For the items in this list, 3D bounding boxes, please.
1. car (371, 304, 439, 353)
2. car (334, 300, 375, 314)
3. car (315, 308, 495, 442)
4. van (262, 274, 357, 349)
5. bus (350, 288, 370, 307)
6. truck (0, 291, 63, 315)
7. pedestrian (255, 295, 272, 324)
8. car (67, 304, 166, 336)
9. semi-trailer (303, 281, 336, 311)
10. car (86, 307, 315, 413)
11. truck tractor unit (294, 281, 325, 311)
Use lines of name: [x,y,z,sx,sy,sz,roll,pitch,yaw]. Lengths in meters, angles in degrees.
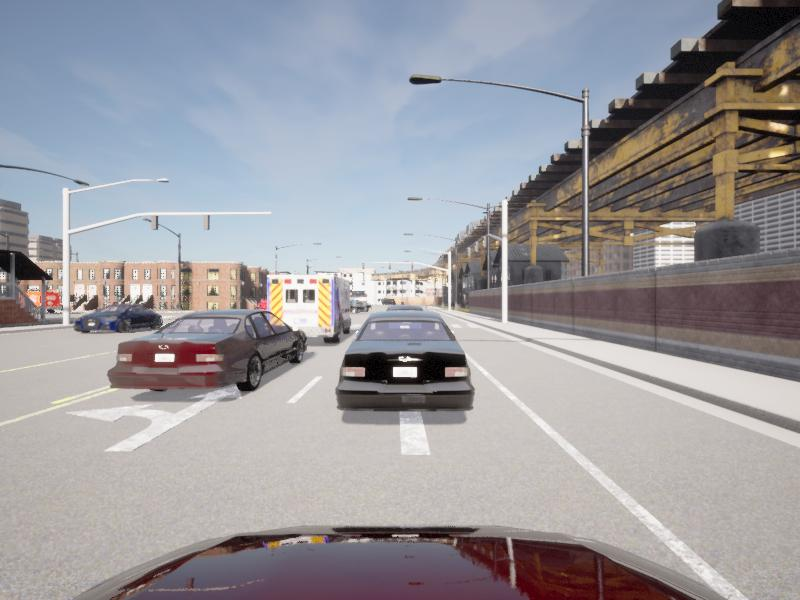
car: [0.178,0.895,14.747,2.033,1.411,5.357,0,0,1]
car: [-5.165,0.771,46.487,1.930,1.638,5.238,0,0,30]
car: [0.088,0.895,7.195,2.033,1.411,5.357,0,0,1]
van: [-3.303,0.378,16.290,2.351,2.431,6.366,0,0,1]
bus: [-9.173,-0.534,92.852,3.944,4.253,10.273,0,0,-2]
truck: [-41.757,0.329,45.402,5.204,2.467,2.627,-2,0,12]
pedestrian: [-9.037,0.637,26.521,0.751,1.860,0.751,0,0,23]
car: [-13.833,0.907,19.902,1.994,1.385,4.181,0,0,-1]
semi-trailer: [-13.213,-0.618,67.194,2.717,4.402,14.254,0,0,0]
car: [-3.400,0.895,8.344,2.033,1.411,5.357,0,0,1]
truck tractor unit: [-13.280,-0.522,59.280,3.053,4.208,6.516,0,0,1]
